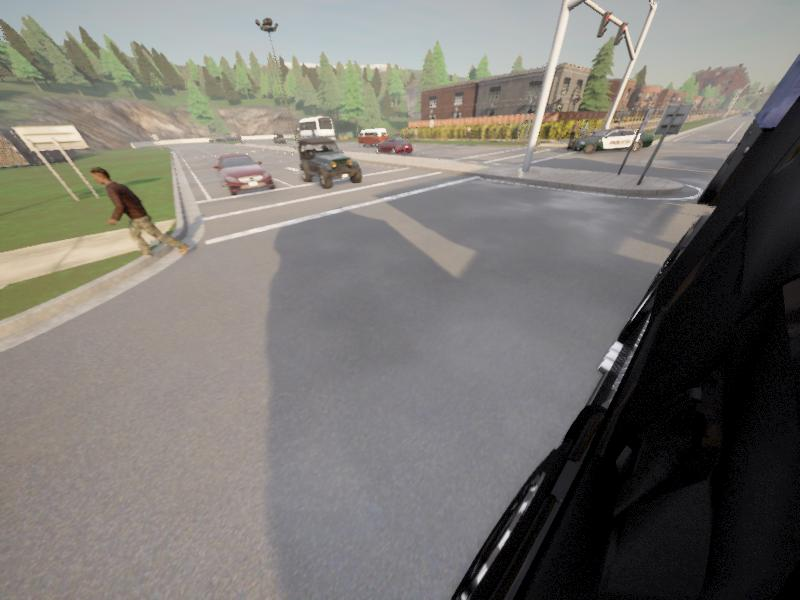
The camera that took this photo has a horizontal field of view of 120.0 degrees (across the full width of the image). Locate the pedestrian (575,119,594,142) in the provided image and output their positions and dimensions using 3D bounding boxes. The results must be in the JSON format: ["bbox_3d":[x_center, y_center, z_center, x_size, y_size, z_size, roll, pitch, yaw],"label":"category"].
[{"bbox_3d":[18.798,-17.264,23.587,0.751,1.860,0.751,-27,43,-29],"label":"pedestrian"}]

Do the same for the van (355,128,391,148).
[{"bbox_3d":[-3.698,-22.023,31.492,4.480,2.038,2.069,25,45,32],"label":"van"}]

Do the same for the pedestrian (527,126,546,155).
[{"bbox_3d":[11.056,-12.928,18.751,0.751,1.860,0.751,24,45,31],"label":"pedestrian"}]

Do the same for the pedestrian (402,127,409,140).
[{"bbox_3d":[0.994,-29.506,41.011,0.751,1.860,0.751,-28,44,-29],"label":"pedestrian"}]

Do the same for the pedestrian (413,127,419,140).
[{"bbox_3d":[2.691,-28.365,39.384,0.751,1.860,0.751,-27,43,-29],"label":"pedestrian"}]

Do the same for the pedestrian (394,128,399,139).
[{"bbox_3d":[-0.659,-32.821,45.529,0.751,1.860,0.751,4,37,9],"label":"pedestrian"}]

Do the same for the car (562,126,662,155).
[{"bbox_3d":[15.620,-12.005,17.357,4.974,1.542,2.038,3,37,7],"label":"car"}]

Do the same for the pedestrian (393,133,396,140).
[{"bbox_3d":[-1.071,-31.355,44.237,0.500,1.100,0.500,3,37,8],"label":"pedestrian"}]

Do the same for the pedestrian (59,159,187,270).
[{"bbox_3d":[-5.303,-1.692,4.642,0.751,1.860,0.751,-26,43,-28],"label":"pedestrian"}]

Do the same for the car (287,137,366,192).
[{"bbox_3d":[-3.655,-6.835,11.393,1.905,1.878,3.866,-28,44,-29],"label":"car"}]

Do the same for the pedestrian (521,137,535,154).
[{"bbox_3d":[10.310,-12.455,18.610,0.500,1.100,0.500,-28,44,-29],"label":"pedestrian"}]

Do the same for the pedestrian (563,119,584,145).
[{"bbox_3d":[15.887,-15.356,21.180,0.751,1.860,0.751,-28,44,-30],"label":"pedestrian"}]

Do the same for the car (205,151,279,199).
[{"bbox_3d":[-7.806,-6.249,11.255,1.812,1.442,4.674,-28,43,-29],"label":"car"}]

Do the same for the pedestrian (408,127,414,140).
[{"bbox_3d":[1.868,-28.911,40.163,0.751,1.860,0.751,-27,43,-29],"label":"pedestrian"}]

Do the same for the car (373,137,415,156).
[{"bbox_3d":[-0.665,-15.413,23.061,1.994,1.385,4.181,-28,43,-29],"label":"car"}]

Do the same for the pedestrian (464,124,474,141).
[{"bbox_3d":[9.704,-23.576,32.564,0.751,1.860,0.751,-28,44,-29],"label":"pedestrian"}]

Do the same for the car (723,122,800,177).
[{"bbox_3d":[17.172,-6.998,10.516,5.027,1.651,2.152,-28,44,-30],"label":"car"}]

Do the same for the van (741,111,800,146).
[{"bbox_3d":[28.519,-13.217,17.774,4.442,1.987,1.775,-28,44,-30],"label":"van"}]

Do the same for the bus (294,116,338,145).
[{"bbox_3d":[-17.417,-34.770,47.490,3.944,4.253,10.273,-28,44,-29],"label":"bus"}]

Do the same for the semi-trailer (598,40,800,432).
[{"bbox_3d":[8.698,-3.610,4.221,14.254,4.402,2.717,-28,44,-30],"label":"semi-trailer"}]

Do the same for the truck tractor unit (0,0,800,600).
[{"bbox_3d":[2.645,-0.295,0.351,6.516,4.208,3.053,-28,44,-30],"label":"truck tractor unit"}]
